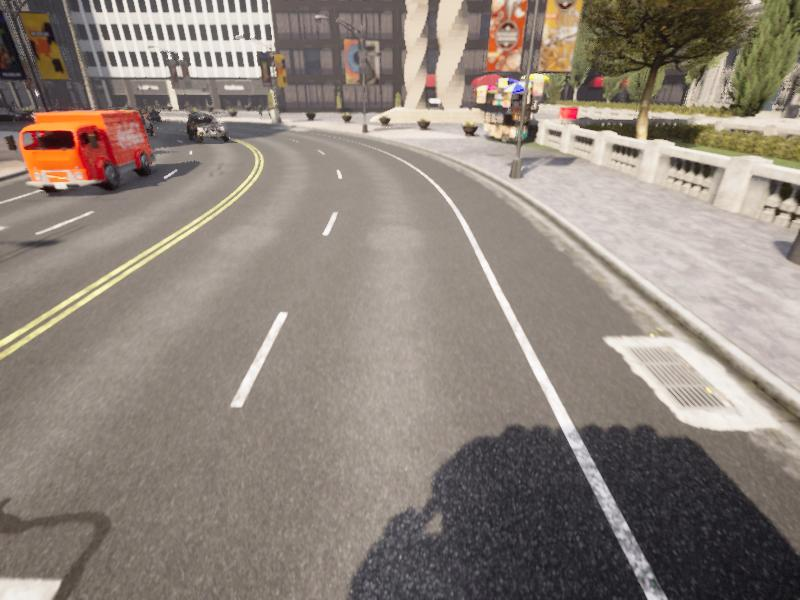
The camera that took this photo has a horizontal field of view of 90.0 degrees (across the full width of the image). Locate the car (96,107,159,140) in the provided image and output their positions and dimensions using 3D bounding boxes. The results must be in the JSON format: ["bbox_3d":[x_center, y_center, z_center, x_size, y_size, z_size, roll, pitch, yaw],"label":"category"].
[{"bbox_3d":[-21.400,-13.908,31.357,5.566,2.045,2.150,22,34,37],"label":"car"}]

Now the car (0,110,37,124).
[{"bbox_3d":[-44.986,-21.141,46.085,4.181,1.385,1.994,0,27,-1],"label":"car"}]

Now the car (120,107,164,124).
[{"bbox_3d":[-30.105,-21.561,46.683,3.988,1.617,1.851,9,29,18],"label":"car"}]

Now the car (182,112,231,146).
[{"bbox_3d":[-13.485,-11.956,27.766,1.932,1.855,4.605,-17,31,-31],"label":"car"}]

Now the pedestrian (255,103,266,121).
[{"bbox_3d":[-16.511,-22.259,47.394,0.751,1.860,0.751,23,35,37],"label":"pedestrian"}]

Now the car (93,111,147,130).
[{"bbox_3d":[-27.288,-17.530,38.948,4.514,1.525,2.007,13,30,24],"label":"car"}]

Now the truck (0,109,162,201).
[{"bbox_3d":[-11.302,-5.534,14.646,2.627,2.467,5.204,-5,28,-10],"label":"truck"}]

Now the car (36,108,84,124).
[{"bbox_3d":[-38.569,-20.881,45.397,3.705,1.549,1.789,4,27,8],"label":"car"}]
